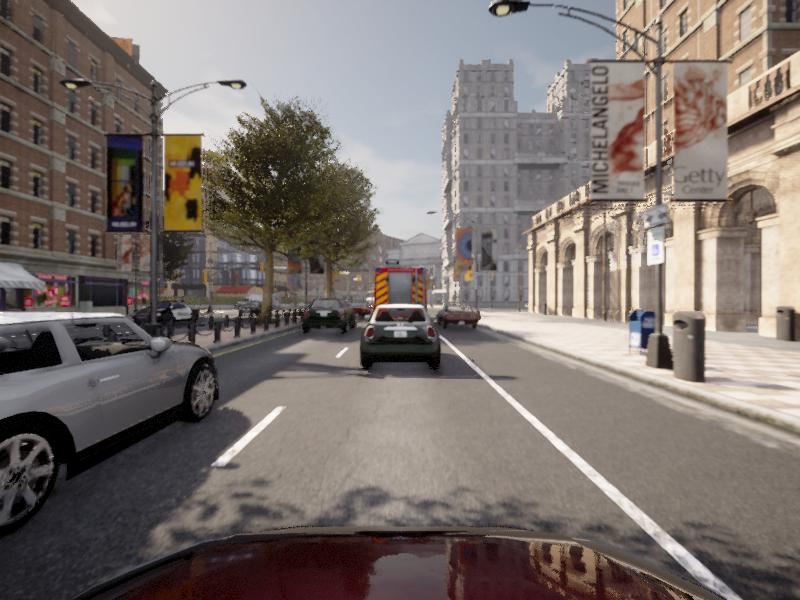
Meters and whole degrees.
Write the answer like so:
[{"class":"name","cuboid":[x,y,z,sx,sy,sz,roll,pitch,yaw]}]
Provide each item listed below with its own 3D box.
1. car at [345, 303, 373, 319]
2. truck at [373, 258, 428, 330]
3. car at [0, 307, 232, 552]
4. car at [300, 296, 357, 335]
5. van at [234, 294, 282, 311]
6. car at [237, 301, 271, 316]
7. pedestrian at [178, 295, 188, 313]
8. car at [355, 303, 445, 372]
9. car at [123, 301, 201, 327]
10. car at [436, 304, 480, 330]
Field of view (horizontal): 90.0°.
[{"class":"car","cuboid":[-3.477,0.913,34.539,1.895,1.301,4.718,0,0,0]},{"class":"truck","cuboid":[0.022,-0.342,25.436,2.891,3.827,8.468,0,0,0]},{"class":"car","cuboid":[-3.500,0.850,4.083,1.970,1.475,3.806,0,0,0]},{"class":"car","cuboid":[-3.487,0.678,20.440,2.097,1.767,4.553,0,0,0]},{"class":"van","cuboid":[-21.220,0.326,59.900,6.366,2.431,2.351,0,0,6]},{"class":"car","cuboid":[-14.973,0.834,41.209,1.812,1.442,4.674,0,0,0]},{"class":"pedestrian","cuboid":[-23.265,0.448,42.847,0.751,1.860,0.751,0,0,-8]},{"class":"car","cuboid":[0.009,0.844,10.650,1.970,1.475,3.806,0,0,0]},{"class":"car","cuboid":[-14.985,0.805,25.635,2.038,1.542,4.974,0,0,0]},{"class":"car","cuboid":[3.264,0.918,23.403,1.895,1.301,4.718,0,0,0]}]
